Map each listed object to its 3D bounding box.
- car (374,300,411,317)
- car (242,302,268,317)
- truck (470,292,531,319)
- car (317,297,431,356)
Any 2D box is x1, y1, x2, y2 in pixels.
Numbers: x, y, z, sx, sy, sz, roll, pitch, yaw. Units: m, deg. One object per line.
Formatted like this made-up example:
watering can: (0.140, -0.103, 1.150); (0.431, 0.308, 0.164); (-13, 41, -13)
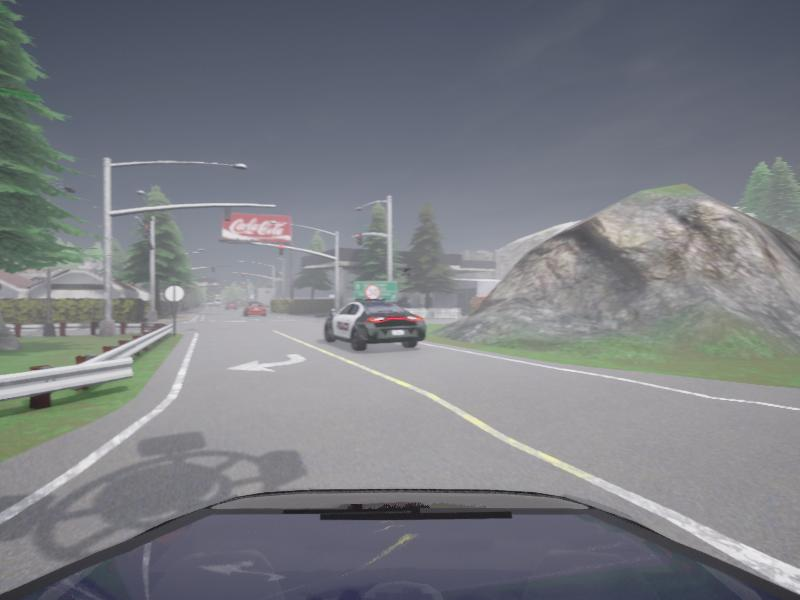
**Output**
car: (-0.852, 0.937, 45.887); (3.866, 1.878, 1.905); (0, 0, -26)
car: (-16.644, 1.066, 45.711); (2.242, 1.667, 4.611); (1, -1, -26)
truck: (9.715, 0.500, 38.677); (5.204, 2.467, 2.627); (0, 0, -25)
car: (-1.116, 0.726, 13.323); (2.038, 1.542, 4.974); (0, 0, -26)
